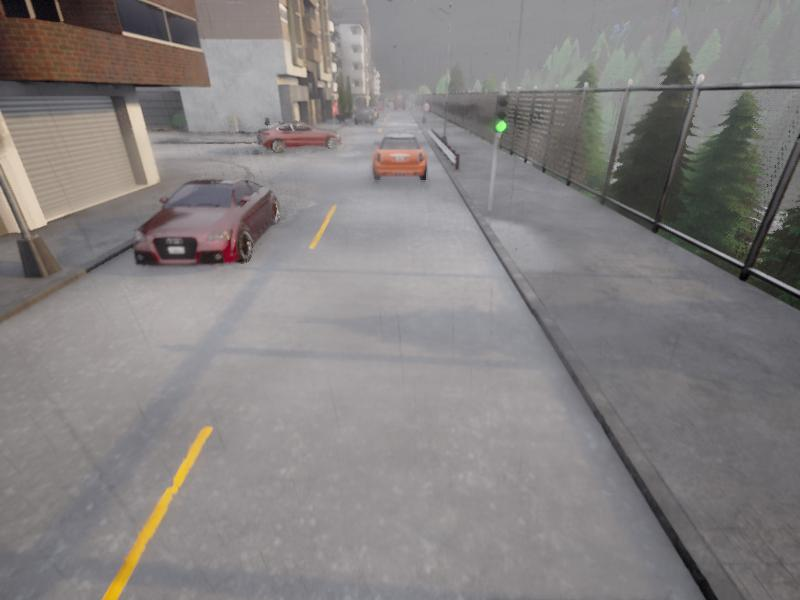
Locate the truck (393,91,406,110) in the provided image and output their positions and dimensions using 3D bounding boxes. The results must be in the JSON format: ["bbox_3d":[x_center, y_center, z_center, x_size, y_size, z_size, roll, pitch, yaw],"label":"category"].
[{"bbox_3d":[-0.053,-48.180,96.553,2.891,3.827,8.468,0,27,0],"label":"truck"}]

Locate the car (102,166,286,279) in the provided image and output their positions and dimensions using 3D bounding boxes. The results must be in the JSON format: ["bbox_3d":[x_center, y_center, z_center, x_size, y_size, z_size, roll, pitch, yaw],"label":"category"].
[{"bbox_3d":[-4.133,-1.969,9.004,1.994,1.385,4.181,-1,27,-1],"label":"car"}]

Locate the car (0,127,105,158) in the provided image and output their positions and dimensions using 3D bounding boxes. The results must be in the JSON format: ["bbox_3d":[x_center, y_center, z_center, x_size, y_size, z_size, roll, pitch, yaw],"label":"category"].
[{"bbox_3d":[-20.142,-8.865,22.478,5.357,1.411,2.033,0,27,0],"label":"car"}]

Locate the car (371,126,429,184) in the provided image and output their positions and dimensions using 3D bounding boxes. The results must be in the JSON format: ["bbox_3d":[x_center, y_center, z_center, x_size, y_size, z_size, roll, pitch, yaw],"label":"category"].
[{"bbox_3d":[-0.003,-6.226,16.844,2.097,1.767,4.553,0,27,0],"label":"car"}]

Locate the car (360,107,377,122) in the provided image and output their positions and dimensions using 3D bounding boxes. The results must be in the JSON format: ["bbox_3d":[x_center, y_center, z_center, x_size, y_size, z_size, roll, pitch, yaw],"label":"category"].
[{"bbox_3d":[-4.022,-24.181,52.158,1.801,1.575,5.366,0,27,0],"label":"car"}]

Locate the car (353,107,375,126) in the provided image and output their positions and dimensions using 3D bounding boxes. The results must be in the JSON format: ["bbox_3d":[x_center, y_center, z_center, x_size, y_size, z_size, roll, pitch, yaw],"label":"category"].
[{"bbox_3d":[-4.017,-21.033,45.775,2.097,1.767,4.553,0,27,0],"label":"car"}]

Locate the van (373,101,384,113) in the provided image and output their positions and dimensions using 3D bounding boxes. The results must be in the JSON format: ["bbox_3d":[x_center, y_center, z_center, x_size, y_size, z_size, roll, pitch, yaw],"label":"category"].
[{"bbox_3d":[-4.041,-36.941,76.632,1.775,1.987,4.442,0,27,0],"label":"van"}]

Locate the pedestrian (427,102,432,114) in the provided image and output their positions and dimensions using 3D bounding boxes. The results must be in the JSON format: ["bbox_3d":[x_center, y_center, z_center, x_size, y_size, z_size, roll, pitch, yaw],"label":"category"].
[{"bbox_3d":[4.969,-32.576,67.946,0.751,1.860,0.751,-1,27,-1],"label":"pedestrian"}]

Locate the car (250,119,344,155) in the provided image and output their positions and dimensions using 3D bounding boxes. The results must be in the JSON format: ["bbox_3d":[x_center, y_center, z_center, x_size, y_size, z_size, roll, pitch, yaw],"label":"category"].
[{"bbox_3d":[-6.195,-10.007,24.431,5.027,1.651,2.152,-13,30,-24],"label":"car"}]
